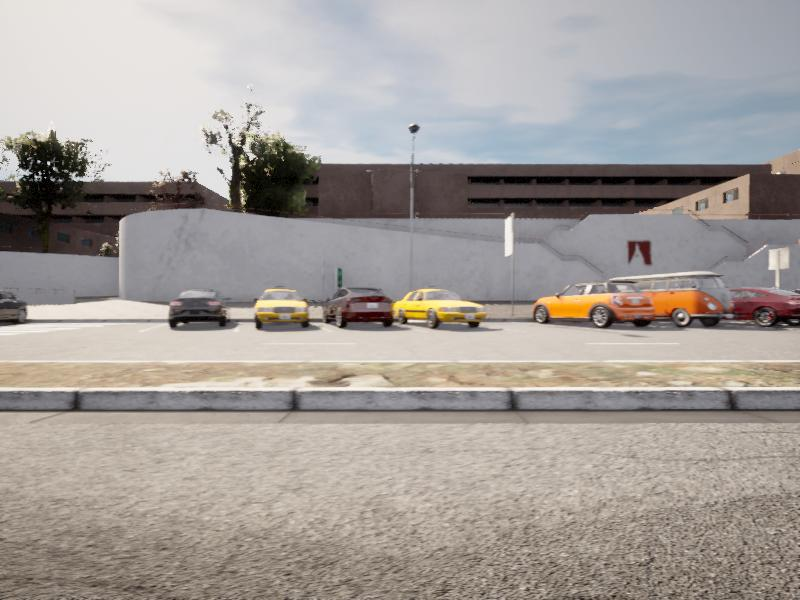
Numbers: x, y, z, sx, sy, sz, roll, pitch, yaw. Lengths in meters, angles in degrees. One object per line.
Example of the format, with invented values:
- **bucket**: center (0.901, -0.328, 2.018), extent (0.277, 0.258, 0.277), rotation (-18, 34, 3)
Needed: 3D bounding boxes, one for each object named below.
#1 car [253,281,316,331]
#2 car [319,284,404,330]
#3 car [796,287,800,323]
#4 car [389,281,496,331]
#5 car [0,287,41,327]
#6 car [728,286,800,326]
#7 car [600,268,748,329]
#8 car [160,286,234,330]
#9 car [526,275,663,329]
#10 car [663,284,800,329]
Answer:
- **car**: center (-4.621, 0.233, 15.411), extent (1.946, 1.575, 5.366), rotation (0, -1, -20)
- **car**: center (-1.717, 0.268, 15.609), extent (2.163, 1.488, 4.792), rotation (0, -1, -20)
- **car**: center (19.256, 0.160, 15.400), extent (1.946, 1.575, 5.366), rotation (0, -1, -20)
- **car**: center (1.345, 0.231, 15.408), extent (1.946, 1.575, 5.366), rotation (1, -1, -20)
- **car**: center (-16.610, 0.272, 15.600), extent (2.231, 1.521, 4.892), rotation (0, -1, -20)
- **car**: center (16.187, 0.221, 15.600), extent (2.163, 1.488, 4.792), rotation (0, -1, -20)
- **car**: center (10.282, -0.005, 15.472), extent (1.878, 1.987, 4.442), rotation (1, -1, -20)
- **car**: center (-7.670, 0.283, 15.582), extent (2.002, 1.452, 4.674), rotation (0, -1, -20)
- **car**: center (7.255, 0.104, 15.551), extent (2.185, 1.767, 4.553), rotation (0, -1, -20)
- **car**: center (13.215, 0.247, 15.570), extent (2.002, 1.452, 4.674), rotation (0, -1, -20)
